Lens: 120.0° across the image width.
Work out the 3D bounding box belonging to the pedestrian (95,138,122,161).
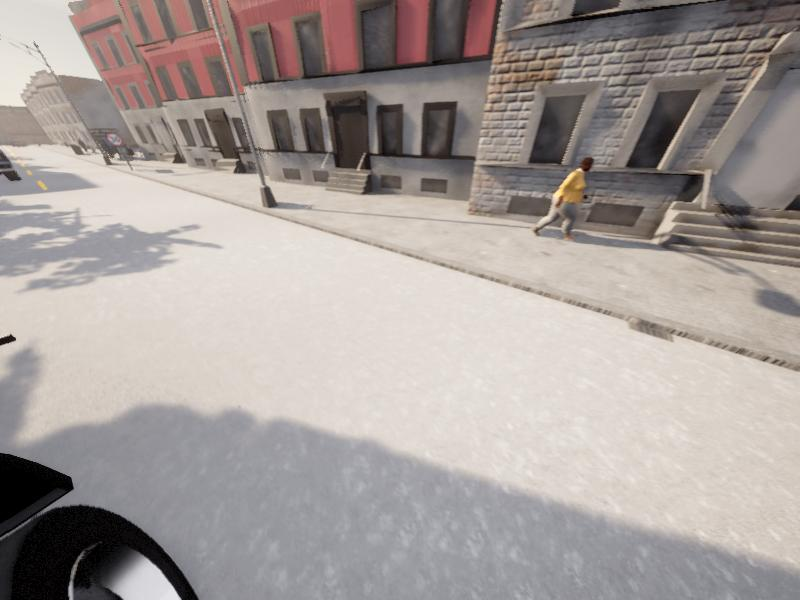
[{"bbox_3d":[-29.073,-15.004,23.077,0.751,1.860,0.751,17,38,22],"label":"pedestrian"}]

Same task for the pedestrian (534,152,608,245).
[{"bbox_3d":[3.996,-2.389,5.495,0.751,1.860,0.751,24,41,29],"label":"pedestrian"}]

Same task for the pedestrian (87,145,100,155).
[{"bbox_3d":[-39.944,-19.555,30.088,0.500,1.100,0.500,26,42,31],"label":"pedestrian"}]

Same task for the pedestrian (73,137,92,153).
[{"bbox_3d":[-45.394,-22.109,33.001,0.751,1.860,0.751,24,41,29],"label":"pedestrian"}]

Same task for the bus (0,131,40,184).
[{"bbox_3d":[-26.321,-9.421,13.349,10.273,4.253,3.944,21,40,28],"label":"bus"}]

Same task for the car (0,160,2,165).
[{"bbox_3d":[-38.660,-13.412,20.928,3.866,1.878,1.905,22,41,28],"label":"car"}]
